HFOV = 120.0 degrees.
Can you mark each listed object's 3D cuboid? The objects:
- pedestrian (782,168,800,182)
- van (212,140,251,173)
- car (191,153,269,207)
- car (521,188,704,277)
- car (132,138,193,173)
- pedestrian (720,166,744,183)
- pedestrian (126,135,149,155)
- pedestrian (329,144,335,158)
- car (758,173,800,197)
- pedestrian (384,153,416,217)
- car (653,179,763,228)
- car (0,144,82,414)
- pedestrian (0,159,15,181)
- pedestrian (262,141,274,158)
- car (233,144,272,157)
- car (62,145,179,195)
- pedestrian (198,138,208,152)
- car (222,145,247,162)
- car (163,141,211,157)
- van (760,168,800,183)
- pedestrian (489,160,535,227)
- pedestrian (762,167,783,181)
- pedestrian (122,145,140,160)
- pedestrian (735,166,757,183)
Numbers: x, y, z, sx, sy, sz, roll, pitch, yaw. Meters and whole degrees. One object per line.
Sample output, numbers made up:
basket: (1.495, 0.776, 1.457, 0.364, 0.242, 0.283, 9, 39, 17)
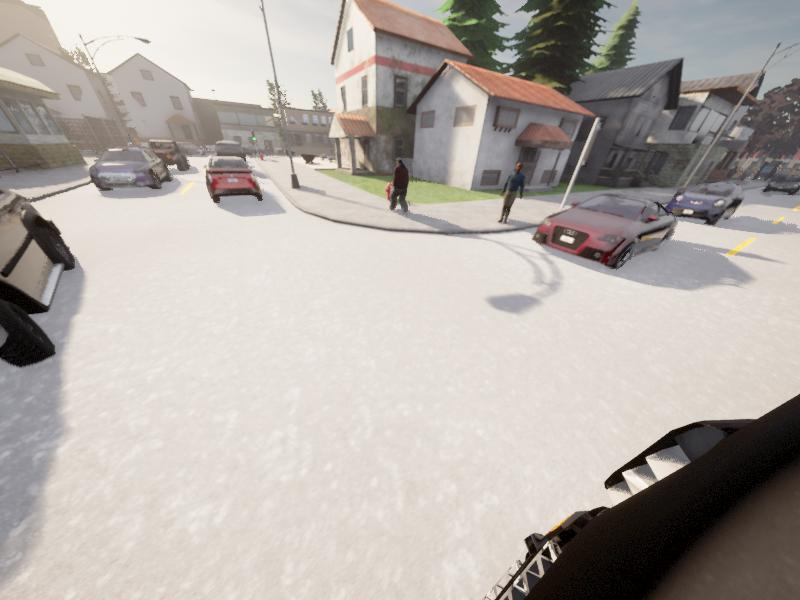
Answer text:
pedestrian: (64.464, -20.526, 37.981, 0.751, 1.860, 0.751, -5, 34, -11)
van: (-13.226, -11.381, 18.274, 1.775, 1.987, 4.442, -16, 38, -26)
car: (-7.435, -5.487, 10.262, 2.007, 1.525, 4.514, -17, 38, -27)
car: (5.738, -2.091, 6.314, 4.181, 1.385, 1.994, -16, 38, -26)
car: (-16.730, -10.355, 16.541, 1.905, 1.878, 3.866, -16, 38, -26)
pedestrian: (42.682, -16.168, 29.730, 0.751, 1.860, 0.751, -10, 36, -19)
pedestrian: (-30.063, -17.766, 26.470, 0.751, 1.860, 0.751, 8, 34, 7)
pedestrian: (-11.295, -24.667, 38.317, 0.751, 1.860, 0.751, -10, 36, -19)
car: (36.193, -10.840, 21.657, 3.988, 1.617, 1.851, -16, 38, -26)
pedestrian: (-0.032, -3.959, 8.003, 0.751, 1.860, 0.751, -18, 39, -29)
car: (13.620, -4.395, 10.255, 3.633, 1.501, 1.845, -16, 38, -26)
car: (-5.748, -0.471, 2.502, 1.932, 1.855, 4.605, -27, 45, -37)
pedestrian: (-18.431, -6.283, 10.055, 0.751, 1.860, 0.751, -16, 38, -26)
pedestrian: (-18.436, -21.078, 32.351, 0.751, 1.860, 0.751, 10, 34, 11)
car: (-22.010, -22.512, 34.824, 2.163, 1.488, 4.792, 9, 34, 9)
car: (-12.832, -6.405, 11.134, 2.033, 1.649, 4.856, -16, 38, -26)
pedestrian: (-32.187, -25.351, 37.735, 0.751, 1.860, 0.751, -18, 39, -29)
car: (-18.805, -16.689, 26.305, 1.816, 1.474, 4.193, -16, 38, -26)
car: (-27.724, -19.711, 30.132, 4.902, 1.511, 2.128, 14, 35, 16)
van: (71.270, -22.998, 42.767, 4.442, 1.987, 1.775, 29, 42, 34)
pedestrian: (3.632, -3.474, 7.557, 0.751, 1.860, 0.751, 20, 37, 24)
pedestrian: (59.019, -19.910, 36.628, 0.751, 1.860, 0.751, -10, 36, -18)
pedestrian: (-24.387, -13.345, 20.938, 0.500, 1.100, 0.500, -7, 35, -14)
pedestrian: (46.721, -16.931, 31.195, 0.751, 1.860, 0.751, -13, 37, -23)
